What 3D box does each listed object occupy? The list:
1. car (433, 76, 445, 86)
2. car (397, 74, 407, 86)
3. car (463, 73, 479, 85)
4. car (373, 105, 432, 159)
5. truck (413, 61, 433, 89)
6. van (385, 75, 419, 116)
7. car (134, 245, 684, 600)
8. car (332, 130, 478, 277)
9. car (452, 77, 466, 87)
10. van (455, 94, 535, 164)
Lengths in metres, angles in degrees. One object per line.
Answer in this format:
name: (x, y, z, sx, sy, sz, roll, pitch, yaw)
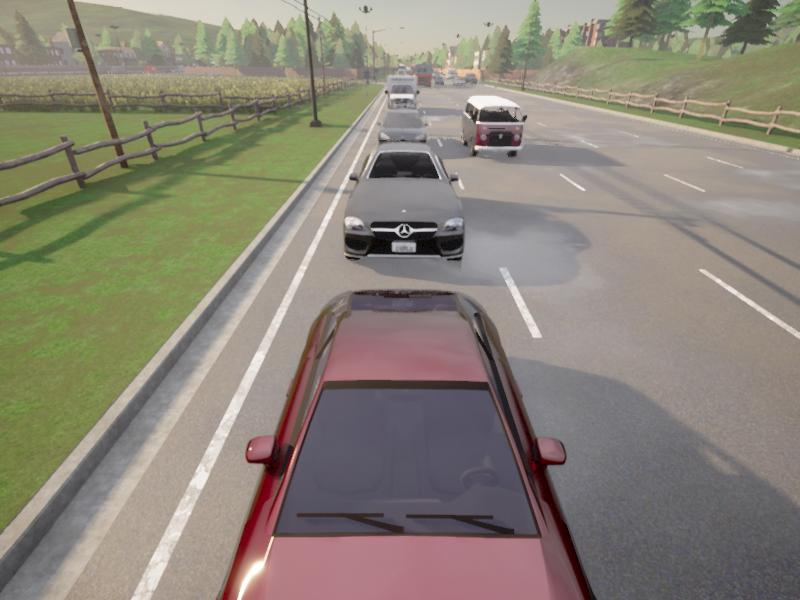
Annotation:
car: (7.322, -40.734, 74.496, 1.845, 1.501, 3.633, 0, 30, 0)
car: (0.330, -41.806, 75.920, 1.932, 1.855, 4.605, 0, 30, 0)
car: (14.351, -44.918, 81.318, 2.150, 2.045, 5.566, 0, 30, 0)
car: (0.103, -7.283, 17.076, 2.163, 1.488, 4.792, 0, 30, 0)
truck: (3.807, -38.669, 68.650, 2.891, 3.827, 8.468, 0, 30, 0)
van: (0.160, -15.940, 30.991, 2.351, 2.431, 6.366, 0, 31, 0)
car: (0.034, 1.037, 2.934, 1.994, 1.385, 4.181, 0, 30, 0)
car: (0.074, -2.370, 8.505, 2.152, 1.651, 5.027, 0, 30, 0)
car: (10.819, -40.109, 73.654, 1.970, 1.475, 3.806, 0, 30, 0)
van: (3.601, -7.026, 16.133, 2.069, 2.038, 4.480, 0, 30, 0)
